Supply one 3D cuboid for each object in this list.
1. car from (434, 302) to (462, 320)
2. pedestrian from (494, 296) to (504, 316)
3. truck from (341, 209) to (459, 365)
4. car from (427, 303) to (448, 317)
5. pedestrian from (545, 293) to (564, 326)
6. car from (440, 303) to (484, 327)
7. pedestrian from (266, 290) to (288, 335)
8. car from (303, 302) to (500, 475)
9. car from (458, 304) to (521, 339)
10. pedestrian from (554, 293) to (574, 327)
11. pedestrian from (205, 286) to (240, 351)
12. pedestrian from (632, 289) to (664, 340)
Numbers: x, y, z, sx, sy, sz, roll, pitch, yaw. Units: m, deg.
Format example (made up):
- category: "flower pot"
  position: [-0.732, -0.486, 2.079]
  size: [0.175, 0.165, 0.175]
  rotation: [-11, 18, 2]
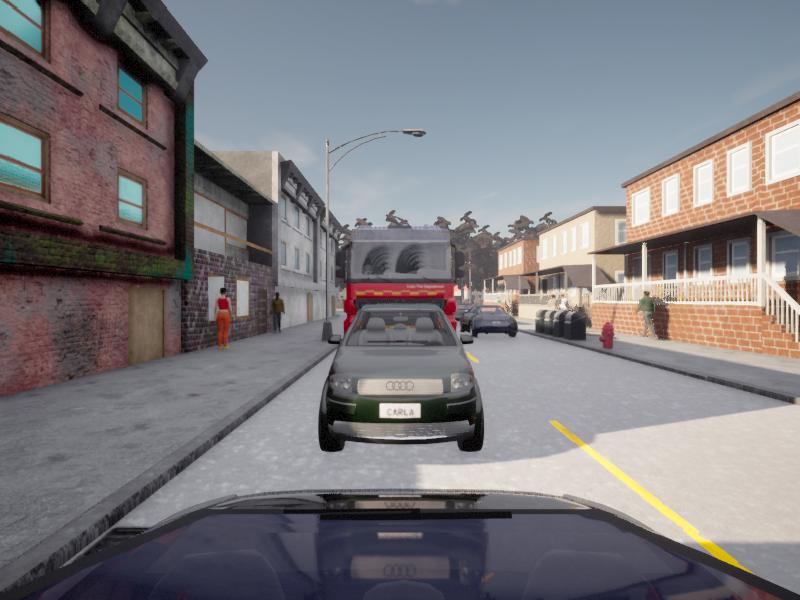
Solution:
- category: "car"
  position: [3.915, 0.870, 33.546]
  size: [1.812, 1.442, 4.674]
  rotation: [0, 0, 0]
- category: "pedestrian"
  position: [9.181, 0.533, 37.253]
  size: [0.751, 1.860, 0.751]
  rotation: [0, 0, 0]
- category: "truck"
  position: [-0.010, -0.321, 14.022]
  size: [2.891, 3.827, 8.468]
  rotation: [0, 0, 0]
- category: "car"
  position: [3.709, 0.944, 40.026]
  size: [1.895, 1.301, 4.718]
  rotation: [0, 0, 3]
- category: "pedestrian"
  position: [8.785, 0.533, 22.789]
  size: [0.751, 1.860, 0.751]
  rotation: [0, 0, -7]
- category: "car"
  position: [3.970, 0.895, 26.452]
  size: [2.033, 1.411, 5.357]
  rotation: [0, 0, 0]
- category: "pedestrian"
  position: [-5.243, 0.533, 17.080]
  size: [0.751, 1.860, 0.751]
  rotation: [0, 0, -3]
- category: "car"
  position: [0.007, 0.815, 5.489]
  size: [1.789, 1.549, 3.705]
  rotation: [0, 0, 0]
- category: "car"
  position: [3.987, 0.907, 18.568]
  size: [1.994, 1.385, 4.181]
  rotation: [0, 0, 0]
- category: "pedestrian"
  position: [8.990, 0.533, 21.969]
  size: [0.751, 1.860, 0.751]
  rotation: [0, 0, -7]
- category: "pedestrian"
  position: [-5.259, 0.533, 11.889]
  size: [0.751, 1.860, 0.751]
  rotation: [0, 0, -8]
- category: "pedestrian"
  position: [9.232, 0.533, 14.906]
  size: [0.751, 1.860, 0.751]
  rotation: [0, 0, -1]
